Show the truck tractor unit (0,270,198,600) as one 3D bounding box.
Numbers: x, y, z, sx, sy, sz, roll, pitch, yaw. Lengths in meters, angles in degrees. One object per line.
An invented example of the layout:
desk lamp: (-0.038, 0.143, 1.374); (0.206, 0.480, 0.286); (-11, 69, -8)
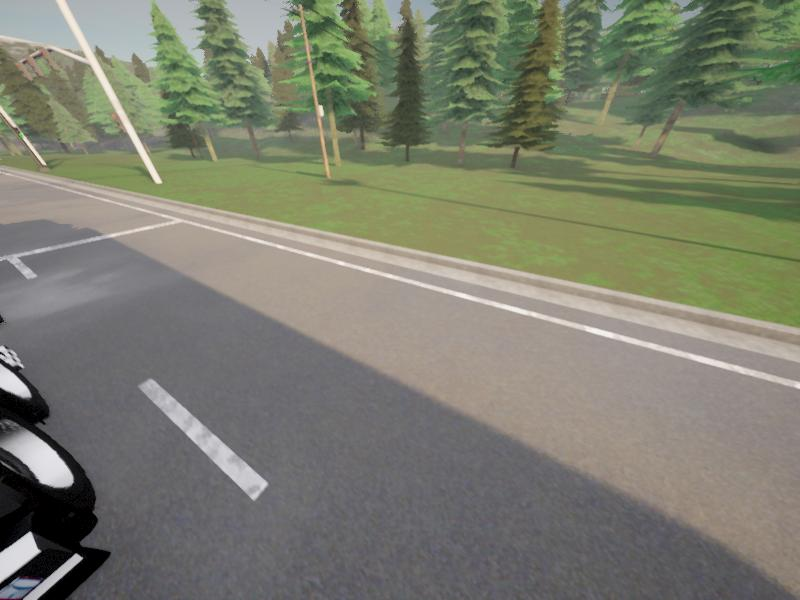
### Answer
truck tractor unit: (-5.122, -0.290, 0.763); (6.516, 4.208, 3.053); (18, 39, 24)
